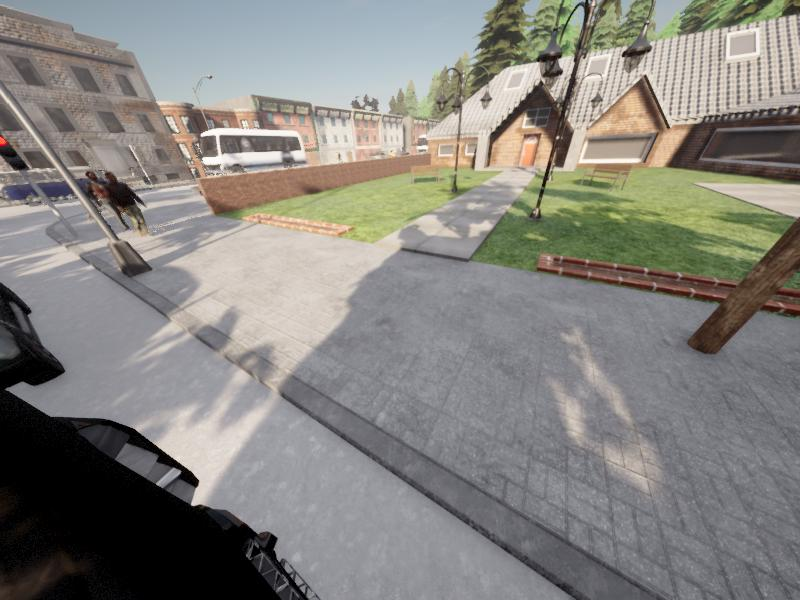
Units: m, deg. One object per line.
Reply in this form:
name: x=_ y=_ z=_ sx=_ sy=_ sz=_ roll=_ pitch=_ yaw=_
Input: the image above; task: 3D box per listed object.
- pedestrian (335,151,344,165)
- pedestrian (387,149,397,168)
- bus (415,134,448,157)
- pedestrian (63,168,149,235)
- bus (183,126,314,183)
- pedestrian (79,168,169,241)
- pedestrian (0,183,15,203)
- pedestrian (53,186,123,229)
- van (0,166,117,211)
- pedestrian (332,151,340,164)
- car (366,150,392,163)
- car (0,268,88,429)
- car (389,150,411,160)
pedestrian: x=-9.927 y=-23.458 z=38.091 sx=0.751 sy=1.860 sz=0.751 roll=18 pitch=39 yaw=28
pedestrian: x=-0.940 y=-16.633 z=27.130 sx=0.751 sy=1.860 sz=0.751 roll=16 pitch=38 yaw=25
bus: x=7.709 y=-37.604 z=56.103 sx=3.944 sy=4.253 sz=10.273 roll=16 pitch=38 yaw=26
pedestrian: x=-9.444 y=-3.175 z=7.514 sx=0.751 sy=1.860 sz=0.751 roll=10 pitch=36 yaw=19
bus: x=-15.030 y=-15.500 z=24.584 sx=3.944 sy=4.253 sz=10.273 roll=16 pitch=38 yaw=26
pedestrian: x=-8.063 y=-2.805 z=6.852 sx=0.751 sy=1.860 sz=0.751 roll=12 pitch=36 yaw=21
pedestrian: x=-27.899 y=-7.730 z=15.800 sx=0.751 sy=1.860 sz=0.751 roll=24 pitch=42 yaw=34
pedestrian: x=-11.432 y=-3.419 z=8.541 sx=0.751 sy=1.300 sz=0.751 roll=-5 pitch=34 yaw=-3
van: x=-22.450 y=-7.401 z=15.006 sx=1.775 sy=1.987 sz=4.442 roll=16 pitch=38 yaw=26
pedestrian: x=-11.433 y=-25.483 z=41.344 sx=0.751 sy=1.860 sz=0.751 roll=21 pitch=40 yaw=31
car: x=-3.680 y=-25.542 z=41.155 sx=2.242 sy=1.667 sz=4.611 roll=16 pitch=38 yaw=26
car: x=-5.921 y=0.278 z=2.524 sx=3.988 sy=1.617 sz=1.851 roll=16 pitch=38 yaw=26
car: x=0.077 y=-29.114 z=46.412 sx=2.163 sy=1.488 sz=4.792 roll=16 pitch=38 yaw=26
